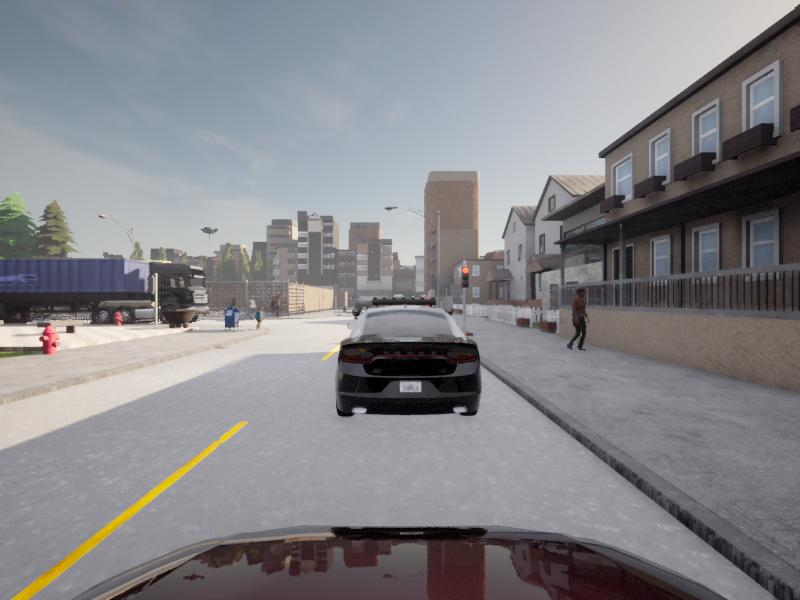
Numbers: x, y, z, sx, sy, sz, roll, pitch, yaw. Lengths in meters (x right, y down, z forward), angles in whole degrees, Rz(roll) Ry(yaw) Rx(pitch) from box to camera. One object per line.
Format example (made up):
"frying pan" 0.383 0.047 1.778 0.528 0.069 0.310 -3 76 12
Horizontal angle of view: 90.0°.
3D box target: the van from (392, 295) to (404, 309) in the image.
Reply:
"van" -0.417 0.321 76.598 1.988 2.561 5.915 0 0 -3

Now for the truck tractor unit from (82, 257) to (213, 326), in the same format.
"truck tractor unit" -16.173 -0.524 26.032 6.516 4.208 3.053 -1 0 0

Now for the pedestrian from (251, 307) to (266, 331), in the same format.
"pedestrian" -6.844 0.904 19.337 0.500 1.100 0.500 0 0 27

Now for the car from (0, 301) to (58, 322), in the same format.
"car" -29.059 0.837 30.019 4.902 1.511 2.128 0 0 0

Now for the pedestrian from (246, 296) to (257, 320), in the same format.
"pedestrian" -11.576 0.637 31.104 0.751 1.860 0.751 0 0 -23

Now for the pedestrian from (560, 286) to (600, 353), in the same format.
"pedestrian" 5.176 0.533 11.520 0.751 1.860 0.751 0 0 -23

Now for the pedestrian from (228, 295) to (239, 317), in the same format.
"pedestrian" -14.666 0.534 35.244 0.751 1.860 0.751 0 0 -3

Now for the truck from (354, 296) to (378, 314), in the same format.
"truck" -4.111 0.542 49.206 2.390 2.098 6.274 0 0 0

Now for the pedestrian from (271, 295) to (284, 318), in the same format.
"pedestrian" -10.127 0.551 33.123 0.751 1.860 0.751 0 0 20

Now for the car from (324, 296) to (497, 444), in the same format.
"car" 0.062 0.771 7.066 1.930 1.638 5.238 0 0 -1

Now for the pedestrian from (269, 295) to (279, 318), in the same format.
"pedestrian" -10.592 0.534 33.562 0.751 1.860 0.751 0 0 -25

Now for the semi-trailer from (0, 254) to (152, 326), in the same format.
"semi-trailer" -24.081 -0.618 25.939 14.254 4.402 2.717 0 0 -1
